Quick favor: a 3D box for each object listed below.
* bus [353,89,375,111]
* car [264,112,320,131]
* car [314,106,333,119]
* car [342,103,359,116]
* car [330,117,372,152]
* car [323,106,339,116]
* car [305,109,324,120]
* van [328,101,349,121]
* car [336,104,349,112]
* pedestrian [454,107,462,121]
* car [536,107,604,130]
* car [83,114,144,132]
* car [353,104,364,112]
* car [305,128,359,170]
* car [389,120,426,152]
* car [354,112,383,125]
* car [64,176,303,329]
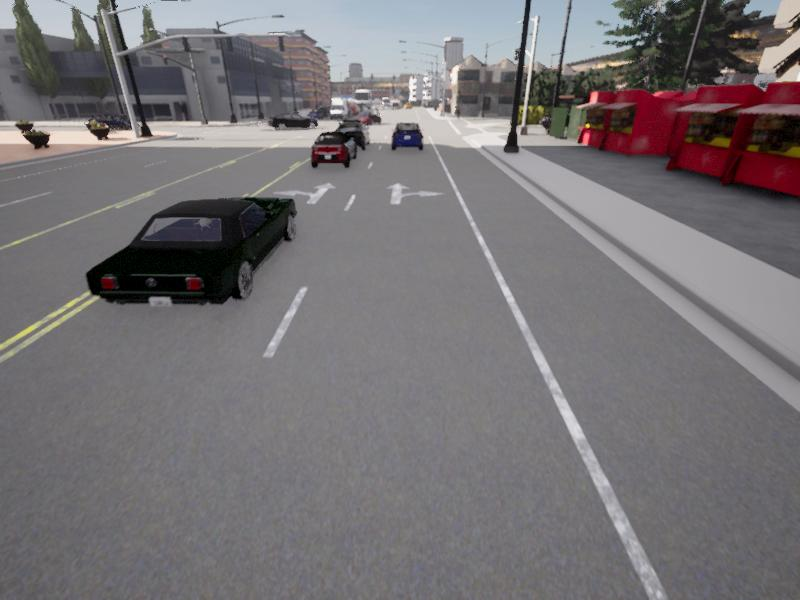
[{"bbox_3d":[-8.434,-47.305,94.470,3.944,4.253,10.273,1,27,1],"label":"bus"},{"bbox_3d":[-10.850,-18.092,40.469,5.008,1.535,1.882,-15,30,-27],"label":"car"},{"bbox_3d":[-12.644,-31.197,66.502,1.930,1.638,5.238,1,27,1],"label":"car"},{"bbox_3d":[-9.006,-34.846,73.103,2.150,2.045,5.566,1,28,1],"label":"car"},{"bbox_3d":[-3.012,-10.633,25.544,1.930,1.638,5.238,0,27,1],"label":"car"},{"bbox_3d":[-12.520,-34.512,73.013,1.882,1.535,5.008,1,28,1],"label":"car"},{"bbox_3d":[-12.786,-27.982,60.318,1.816,1.474,4.193,0,27,1],"label":"car"},{"bbox_3d":[-9.262,-28.756,60.673,1.988,2.561,5.915,1,27,1],"label":"van"},{"bbox_3d":[-12.239,-41.195,85.820,1.994,1.385,4.181,1,28,2],"label":"car"},{"bbox_3d":[8.333,-26.805,57.572,0.751,1.860,0.751,-9,28,-18],"label":"pedestrian"},{"bbox_3d":[16.864,-18.120,39.960,5.566,2.045,2.150,1,26,1],"label":"car"},{"bbox_3d":[-27.097,-16.855,37.988,4.193,1.474,1.816,1,26,1],"label":"car"},{"bbox_3d":[-8.769,-40.798,84.959,1.816,1.474,4.193,1,28,1],"label":"car"},{"bbox_3d":[-3.154,-7.433,19.453,1.816,1.474,4.193,1,27,1],"label":"car"},{"bbox_3d":[0.475,-10.443,25.344,2.163,1.488,4.792,0,27,1],"label":"car"},{"bbox_3d":[-3.829,-22.502,49.516,1.994,1.385,4.181,9,28,17],"label":"car"},{"bbox_3d":[-3.401,-1.243,7.607,1.895,1.301,4.718,1,27,1],"label":"car"}]
